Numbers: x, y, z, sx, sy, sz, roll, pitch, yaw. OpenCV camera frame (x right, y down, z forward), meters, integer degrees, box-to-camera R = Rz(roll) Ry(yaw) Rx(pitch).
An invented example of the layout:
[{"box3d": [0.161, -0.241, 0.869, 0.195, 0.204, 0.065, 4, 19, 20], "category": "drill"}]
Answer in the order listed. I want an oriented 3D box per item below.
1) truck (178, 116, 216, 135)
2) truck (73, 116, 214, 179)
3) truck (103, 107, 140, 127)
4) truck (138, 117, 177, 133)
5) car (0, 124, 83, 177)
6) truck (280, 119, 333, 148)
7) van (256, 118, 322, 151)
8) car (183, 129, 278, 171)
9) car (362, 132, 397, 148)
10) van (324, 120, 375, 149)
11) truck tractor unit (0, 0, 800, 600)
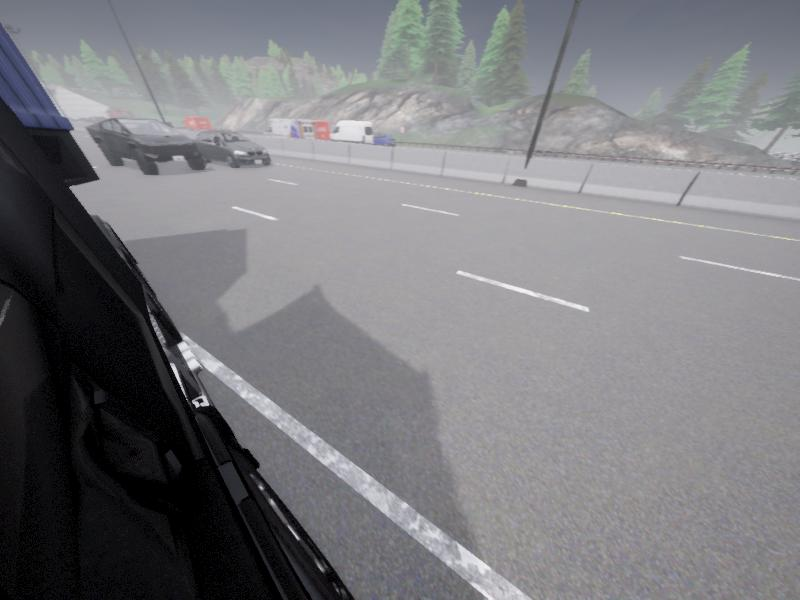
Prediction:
[{"box3d": [-36.611, -31.473, 41.674, 5.204, 2.467, 2.627, 21, 41, 22], "category": "truck"}, {"box3d": [-12.858, -7.832, 11.644, 6.274, 2.098, 2.390, 21, 41, 23], "category": "truck"}, {"box3d": [-73.873, -48.436, 61.226, 8.468, 3.827, 2.891, 21, 41, 23], "category": "truck"}, {"box3d": [-43.826, -31.593, 41.759, 6.274, 2.098, 2.390, 21, 41, 23], "category": "truck"}, {"box3d": [-17.770, -7.070, 10.729, 4.611, 1.667, 2.242, 20, 40, 23], "category": "car"}, {"box3d": [-10.790, -19.343, 26.833, 5.204, 2.467, 2.627, 21, 41, 23], "category": "truck"}, {"box3d": [-11.445, -17.149, 23.894, 6.366, 2.431, 2.351, 21, 41, 23], "category": "van"}, {"box3d": [-9.977, -9.005, 13.724, 4.611, 1.667, 2.242, 20, 40, 23], "category": "car"}, {"box3d": [-2.645, -20.741, 29.955, 4.193, 1.474, 1.816, 21, 41, 23], "category": "car"}, {"box3d": [-6.063, -20.030, 27.937, 5.915, 2.561, 1.988, 21, 41, 23], "category": "van"}, {"box3d": [-2.645, -0.295, 0.351, 6.516, 4.208, 3.053, 28, 44, 30], "category": "truck tractor unit"}]
